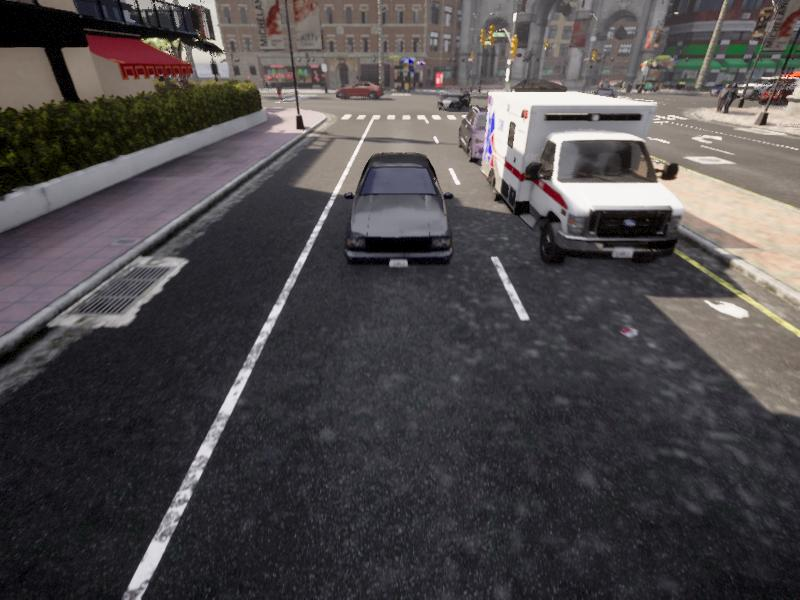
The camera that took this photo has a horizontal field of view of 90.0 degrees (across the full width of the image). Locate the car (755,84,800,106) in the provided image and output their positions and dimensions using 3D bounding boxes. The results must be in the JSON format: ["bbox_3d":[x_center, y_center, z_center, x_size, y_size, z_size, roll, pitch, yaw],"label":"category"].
[{"bbox_3d":[34.867,-18.490,36.004,3.988,1.617,1.851,-5,31,-8],"label":"car"}]

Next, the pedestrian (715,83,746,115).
[{"bbox_3d":[22.208,-13.519,26.905,0.751,1.860,0.751,-5,31,-8],"label":"pedestrian"}]

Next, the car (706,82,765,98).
[{"bbox_3d":[37.461,-23.530,44.776,4.674,1.442,1.812,0,30,0],"label":"car"}]

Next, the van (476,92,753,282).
[{"bbox_3d":[3.473,-2.950,8.630,2.351,2.431,6.366,0,30,0],"label":"van"}]

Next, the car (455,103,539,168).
[{"bbox_3d":[3.466,-6.480,15.452,2.033,1.649,4.856,0,30,0],"label":"car"}]

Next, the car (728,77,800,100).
[{"bbox_3d":[38.077,-21.996,41.559,5.566,2.045,2.150,0,30,1],"label":"car"}]

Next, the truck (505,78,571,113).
[{"bbox_3d":[10.814,-16.489,32.091,2.390,2.098,6.274,-4,31,-7],"label":"truck"}]

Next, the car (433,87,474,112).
[{"bbox_3d":[4.349,-16.104,32.009,2.128,1.511,4.902,10,32,18],"label":"car"}]

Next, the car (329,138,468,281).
[{"bbox_3d":[-0.026,-2.270,8.490,2.033,1.411,5.357,0,30,0],"label":"car"}]

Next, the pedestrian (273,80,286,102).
[{"bbox_3d":[-11.543,-20.044,38.339,0.751,1.860,0.751,1,30,2],"label":"pedestrian"}]

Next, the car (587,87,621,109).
[{"bbox_3d":[17.564,-17.382,34.337,1.994,1.385,4.181,15,34,24],"label":"car"}]

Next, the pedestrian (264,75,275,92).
[{"bbox_3d":[-16.384,-27.227,50.305,0.751,1.860,0.751,7,31,12],"label":"pedestrian"}]

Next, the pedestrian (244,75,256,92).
[{"bbox_3d":[-18.901,-27.290,50.411,0.751,1.860,0.751,9,32,15],"label":"pedestrian"}]

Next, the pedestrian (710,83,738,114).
[{"bbox_3d":[22.187,-13.826,27.430,0.751,1.860,0.751,-20,36,-31],"label":"pedestrian"}]

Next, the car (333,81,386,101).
[{"bbox_3d":[-4.111,-21.729,41.505,5.027,1.651,2.152,5,31,9],"label":"car"}]

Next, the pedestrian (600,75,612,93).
[{"bbox_3d":[25.187,-26.438,48.976,0.751,1.860,0.751,25,39,36],"label":"pedestrian"}]
